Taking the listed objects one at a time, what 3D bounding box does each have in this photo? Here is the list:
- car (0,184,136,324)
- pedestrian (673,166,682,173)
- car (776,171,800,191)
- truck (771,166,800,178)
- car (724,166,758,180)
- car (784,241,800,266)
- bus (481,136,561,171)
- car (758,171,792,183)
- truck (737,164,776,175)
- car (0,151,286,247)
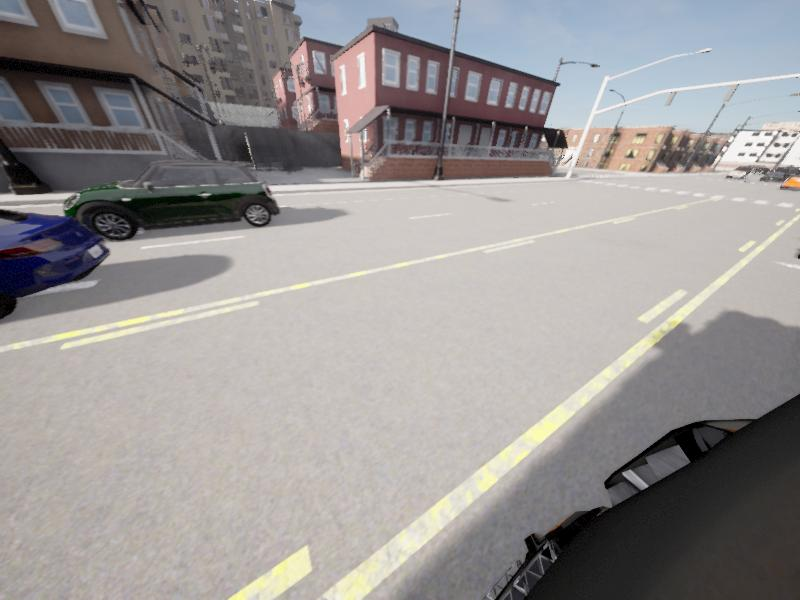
[{"bbox_3d":[-7.005,-0.372,2.723,4.674,1.442,1.812,-16,38,-26],"label":"car"},{"bbox_3d":[52.853,-24.806,43.991,0.500,1.100,0.500,-6,34,-13],"label":"pedestrian"},{"bbox_3d":[44.139,-12.444,24.353,4.553,1.767,2.097,3,33,0],"label":"car"},{"bbox_3d":[91.466,-30.218,54.365,2.390,2.098,6.274,26,40,31],"label":"truck"},{"bbox_3d":[55.860,-20.867,37.860,4.605,1.855,1.932,-16,38,-26],"label":"car"},{"bbox_3d":[13.113,-1.713,6.169,4.792,1.488,2.163,-16,38,-26],"label":"car"},{"bbox_3d":[18.902,-23.702,37.326,3.944,4.253,10.273,-16,38,-26],"label":"bus"},{"bbox_3d":[57.435,-18.887,35.420,4.181,1.385,1.994,-16,38,-26],"label":"car"},{"bbox_3d":[90.939,-33.423,59.173,2.390,2.098,6.274,16,36,20],"label":"truck"},{"bbox_3d":[-6.038,-3.033,6.499,4.553,1.767,2.097,-16,38,-26],"label":"car"}]
